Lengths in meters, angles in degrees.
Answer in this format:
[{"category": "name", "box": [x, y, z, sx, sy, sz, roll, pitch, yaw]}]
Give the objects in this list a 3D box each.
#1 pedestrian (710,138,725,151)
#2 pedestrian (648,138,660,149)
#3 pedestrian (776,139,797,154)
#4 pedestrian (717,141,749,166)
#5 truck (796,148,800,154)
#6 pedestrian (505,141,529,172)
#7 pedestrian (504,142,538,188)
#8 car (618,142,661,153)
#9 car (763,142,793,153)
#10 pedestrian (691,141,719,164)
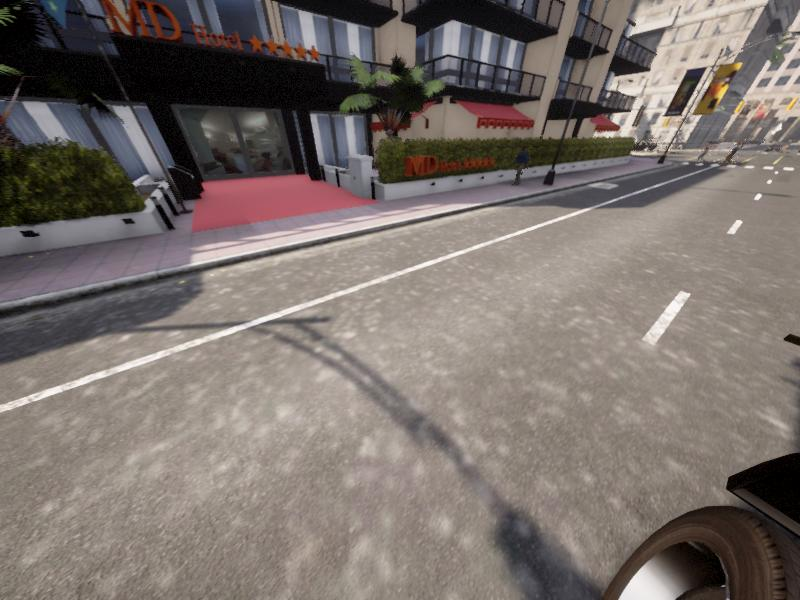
[{"category": "pedestrian", "box": [54.655, -26.819, 39.748, 0.751, 1.860, 0.751, -23, 41, -29]}, {"category": "pedestrian", "box": [49.523, -30.571, 45.107, 0.751, 1.860, 0.751, -22, 41, -28]}, {"category": "pedestrian", "box": [58.473, -23.284, 34.972, 0.751, 1.860, 0.751, -24, 42, -30]}, {"category": "pedestrian", "box": [30.267, -13.334, 21.014, 0.751, 1.860, 0.751, -20, 40, -25]}, {"category": "truck", "box": [64.359, -24.011, 35.482, 5.204, 2.467, 2.627, -22, 41, -28]}, {"category": "pedestrian", "box": [8.359, -10.292, 16.562, 0.751, 1.860, 0.751, -22, 41, -28]}, {"category": "pedestrian", "box": [5.944, -6.662, 11.422, 0.751, 1.860, 0.751, -18, 39, -23]}, {"category": "car", "box": [42.077, -27.005, 40.710, 1.837, 1.490, 4.892, -24, 41, -29]}, {"category": "car", "box": [63.165, -25.549, 38.606, 5.357, 1.411, 2.033, -22, 41, -28]}, {"category": "pedestrian", "box": [29.609, -14.345, 22.453, 0.751, 1.860, 0.751, -22, 41, -28]}]
